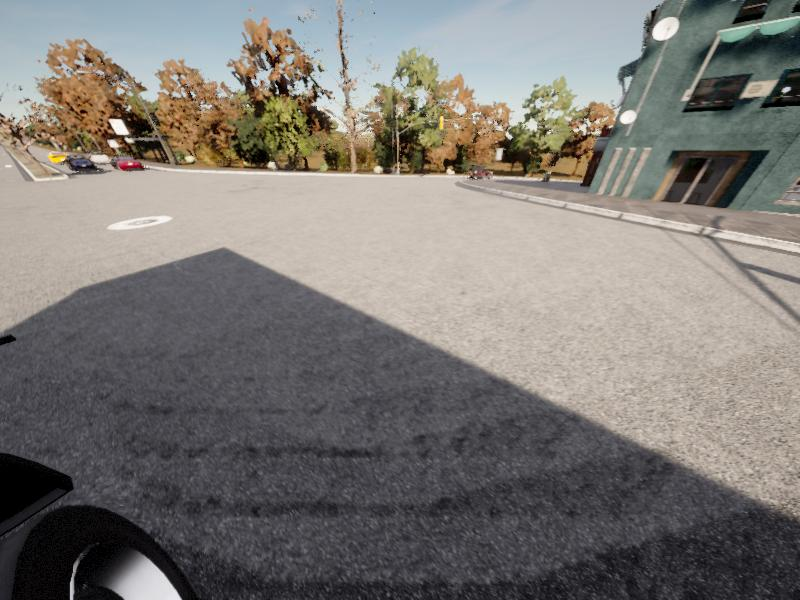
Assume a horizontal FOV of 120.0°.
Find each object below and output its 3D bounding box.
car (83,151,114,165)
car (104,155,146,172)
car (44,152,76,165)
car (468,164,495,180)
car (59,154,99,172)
[{"bbox_3d":[-43.474,-20.446,33.280,3.633,1.501,1.845,21,40,28],"label":"car"},{"bbox_3d":[-31.006,-15.510,26.083,4.181,1.385,1.994,21,40,28],"label":"car"},{"bbox_3d":[-51.329,-21.424,34.839,5.008,1.535,1.882,21,40,29],"label":"car"},{"bbox_3d":[11.947,-18.648,33.826,1.905,1.878,3.866,28,38,35],"label":"car"},{"bbox_3d":[-36.166,-15.489,26.036,4.193,1.474,1.816,21,40,28],"label":"car"}]
